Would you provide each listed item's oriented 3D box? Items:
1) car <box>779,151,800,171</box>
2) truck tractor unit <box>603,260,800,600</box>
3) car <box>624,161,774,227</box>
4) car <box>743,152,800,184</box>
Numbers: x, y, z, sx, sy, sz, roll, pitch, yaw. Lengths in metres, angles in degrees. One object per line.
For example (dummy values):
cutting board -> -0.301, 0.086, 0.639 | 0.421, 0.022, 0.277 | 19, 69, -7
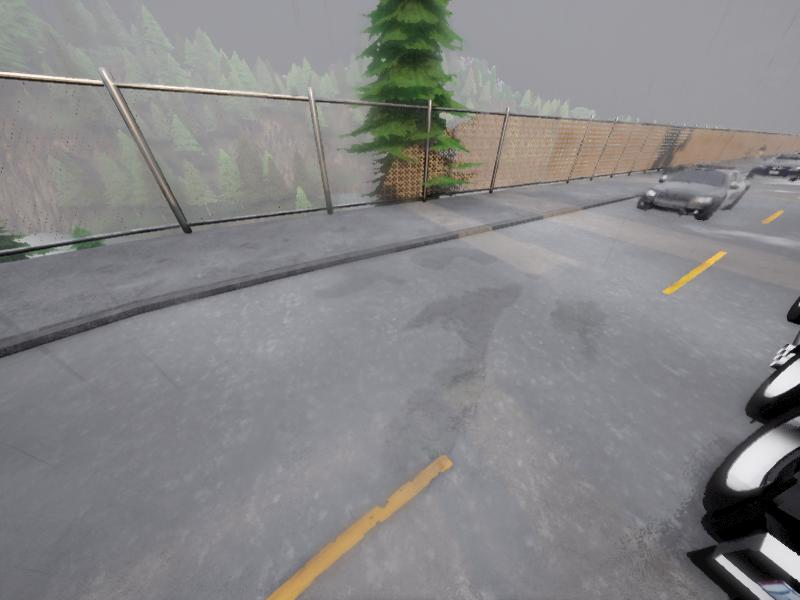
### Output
car -> 39.999, -13.626, 22.599 | 4.792, 1.488, 2.163 | -18, 39, -24
truck tractor unit -> 5.104, -0.307, 0.792 | 6.516, 4.208, 3.053 | -19, 39, -24
car -> 11.324, -4.214, 8.795 | 4.974, 1.542, 2.038 | -18, 39, -24
car -> 27.704, -9.633, 16.639 | 5.027, 1.651, 2.152 | -18, 39, -24
